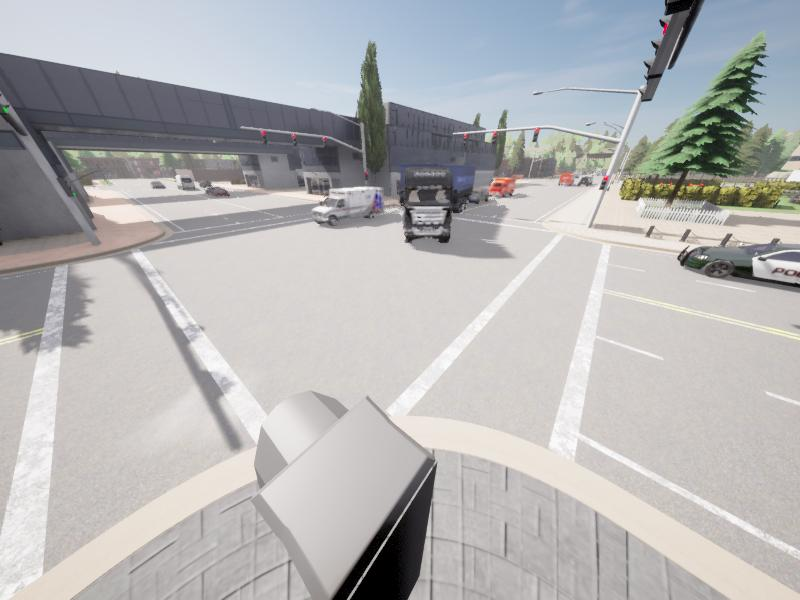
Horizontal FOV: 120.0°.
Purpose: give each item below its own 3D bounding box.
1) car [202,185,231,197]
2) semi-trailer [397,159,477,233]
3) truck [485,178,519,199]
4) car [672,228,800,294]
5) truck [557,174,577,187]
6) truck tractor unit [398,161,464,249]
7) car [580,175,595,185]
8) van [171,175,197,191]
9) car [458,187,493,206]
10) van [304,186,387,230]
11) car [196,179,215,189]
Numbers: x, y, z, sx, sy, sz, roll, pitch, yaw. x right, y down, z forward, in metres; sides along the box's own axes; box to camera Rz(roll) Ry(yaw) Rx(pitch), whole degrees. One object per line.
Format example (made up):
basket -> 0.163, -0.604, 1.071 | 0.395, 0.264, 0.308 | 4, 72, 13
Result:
car -> -28.799, -17.098, 36.253 | 4.181, 1.385, 1.994 | 21, 36, 32
semi-trailer -> 4.100, -10.041, 20.965 | 2.717, 4.402, 14.254 | 13, 32, 22
truck -> 15.392, -16.885, 34.784 | 2.627, 2.467, 5.204 | 23, 37, 34
car -> 14.717, -1.456, 8.997 | 4.974, 1.542, 2.038 | 23, 37, 34
truck -> 40.126, -28.889, 55.574 | 2.627, 2.467, 5.204 | 23, 37, 34
truck tractor unit -> 1.515, -6.283, 14.653 | 3.053, 4.208, 6.516 | 0, 30, 1
car -> 47.949, -30.647, 59.042 | 2.150, 2.045, 5.566 | 23, 37, 34
van -> -43.093, -23.471, 46.120 | 5.915, 2.561, 1.988 | 23, 37, 34
car -> 9.467, -13.013, 28.876 | 2.242, 1.667, 4.611 | 23, 37, 34
van -> -4.174, -7.853, 19.181 | 2.351, 2.431, 6.366 | 22, 37, 33
car -> -41.330, -24.651, 49.096 | 3.988, 1.617, 1.851 | 24, 38, 35
